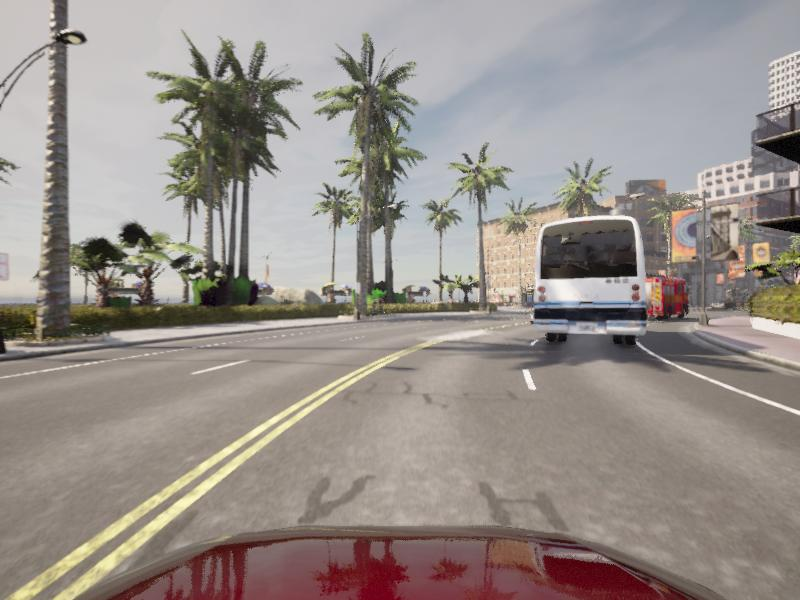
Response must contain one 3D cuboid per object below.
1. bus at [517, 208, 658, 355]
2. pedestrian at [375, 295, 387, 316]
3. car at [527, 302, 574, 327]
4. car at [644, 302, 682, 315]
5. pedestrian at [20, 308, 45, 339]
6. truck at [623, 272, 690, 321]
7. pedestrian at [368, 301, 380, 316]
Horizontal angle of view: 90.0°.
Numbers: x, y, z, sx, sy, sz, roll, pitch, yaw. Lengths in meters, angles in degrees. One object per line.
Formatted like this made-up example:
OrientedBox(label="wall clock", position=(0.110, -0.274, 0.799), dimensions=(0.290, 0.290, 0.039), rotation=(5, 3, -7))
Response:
OrientedBox(label="bus", position=(7.982, -0.523, 17.058), dimensions=(3.944, 4.253, 10.273), rotation=(0, 0, 27))
OrientedBox(label="pedestrian", position=(-1.713, 0.496, 35.900), dimensions=(0.751, 1.860, 0.751), rotation=(0, 0, 37))
OrientedBox(label="car", position=(9.880, 0.868, 26.105), dimensions=(1.970, 1.475, 3.806), rotation=(0, 0, 35))
OrientedBox(label="car", position=(29.002, 0.940, 44.119), dimensions=(4.181, 1.385, 1.994), rotation=(0, 0, -33))
OrientedBox(label="pedestrian", position=(-13.562, 0.862, 14.773), dimensions=(0.500, 1.100, 0.500), rotation=(0, 0, 13))
OrientedBox(label="truck", position=(22.586, -0.295, 35.031), dimensions=(8.468, 3.827, 2.891), rotation=(0, 0, -43))
OrientedBox(label="pedestrian", position=(-2.340, 0.776, 36.171), dimensions=(0.751, 1.300, 0.751), rotation=(0, 0, 34))
